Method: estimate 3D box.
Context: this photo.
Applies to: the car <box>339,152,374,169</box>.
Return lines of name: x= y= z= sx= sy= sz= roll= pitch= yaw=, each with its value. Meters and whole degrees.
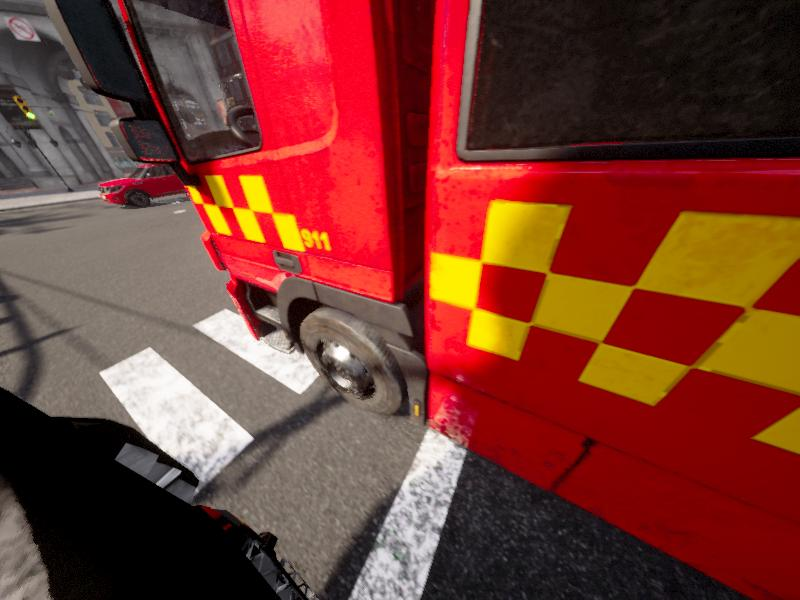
car: x=-5.870 y=-19.211 z=31.737 sx=2.097 sy=1.767 sz=4.553 roll=16 pitch=38 yaw=26

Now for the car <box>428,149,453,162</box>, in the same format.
car: x=6.550 y=-23.212 z=37.011 sx=1.837 sy=1.490 sz=4.892 roll=19 pitch=40 yaw=30

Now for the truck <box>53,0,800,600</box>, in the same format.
truck: x=2.359 y=-0.532 z=1.114 sx=8.468 sy=3.827 sz=2.891 roll=16 pitch=38 yaw=26

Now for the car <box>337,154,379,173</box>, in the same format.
car: x=-4.840 y=-16.305 z=27.472 sx=1.801 sy=1.575 sz=5.366 roll=16 pitch=38 yaw=26

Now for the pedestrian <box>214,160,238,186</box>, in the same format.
pedestrian: x=-14.780 y=-10.781 z=19.676 sx=0.751 sy=1.860 sz=0.751 roll=0 pitch=34 yaw=5

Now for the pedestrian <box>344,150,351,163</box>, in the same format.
pedestrian: x=-9.318 y=-25.483 z=41.079 sx=0.751 sy=1.860 sz=0.751 roll=15 pitch=38 yaw=25

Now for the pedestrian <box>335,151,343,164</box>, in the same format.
pedestrian: x=-10.405 y=-24.251 z=39.314 sx=0.751 sy=1.860 sz=0.751 roll=14 pitch=37 yaw=24

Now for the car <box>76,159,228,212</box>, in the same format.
car: x=-14.366 y=-7.131 z=14.014 sx=2.150 sy=2.045 sz=5.566 roll=15 pitch=38 yaw=25

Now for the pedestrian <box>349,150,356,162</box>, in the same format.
pedestrian: x=-8.568 y=-25.962 z=41.738 sx=0.751 sy=1.860 sz=0.751 roll=24 pitch=42 yaw=34

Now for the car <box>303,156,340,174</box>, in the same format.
car: x=-9.139 y=-15.933 z=27.289 sx=1.789 sy=1.549 sz=3.705 roll=16 pitch=38 yaw=26

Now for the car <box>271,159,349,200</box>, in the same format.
car: x=-5.242 y=-7.648 z=14.439 sx=2.152 sy=1.651 sz=5.027 roll=3 pitch=34 yaw=10
